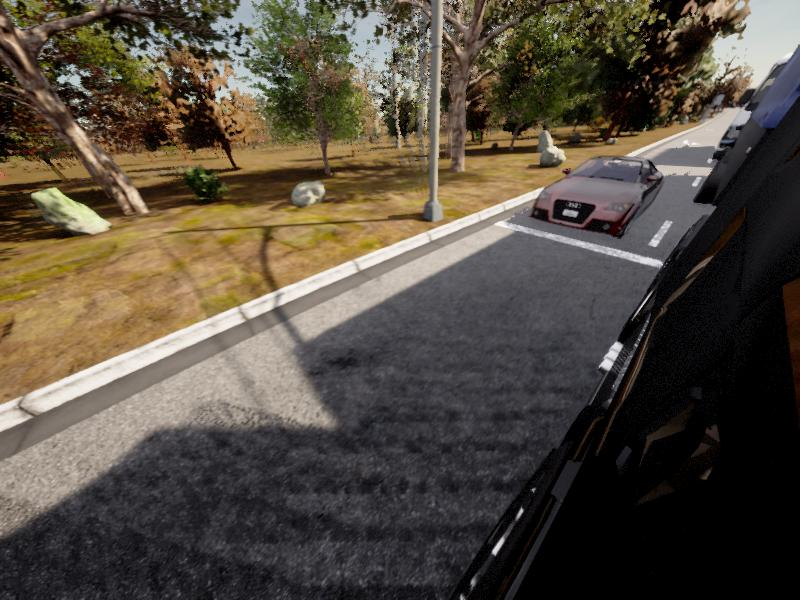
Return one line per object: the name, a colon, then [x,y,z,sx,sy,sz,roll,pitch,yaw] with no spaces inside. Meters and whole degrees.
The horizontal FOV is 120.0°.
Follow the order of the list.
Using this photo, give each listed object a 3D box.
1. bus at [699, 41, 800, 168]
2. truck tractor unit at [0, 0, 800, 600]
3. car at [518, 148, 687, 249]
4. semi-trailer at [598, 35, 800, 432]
bus: [20.780,-10.221,12.260,10.273,4.253,3.944,-29,44,-31]
truck tractor unit: [2.645,-0.295,0.352,6.516,4.208,3.053,-28,44,-30]
car: [5.291,-2.909,6.022,4.181,1.385,1.994,-29,44,-30]
semi-trailer: [8.652,-3.652,4.249,14.254,4.402,2.717,-29,44,-30]
